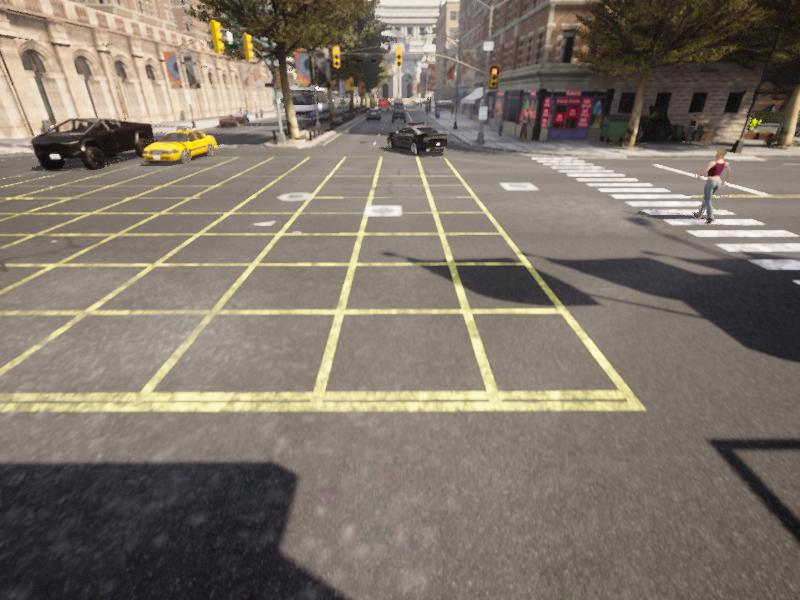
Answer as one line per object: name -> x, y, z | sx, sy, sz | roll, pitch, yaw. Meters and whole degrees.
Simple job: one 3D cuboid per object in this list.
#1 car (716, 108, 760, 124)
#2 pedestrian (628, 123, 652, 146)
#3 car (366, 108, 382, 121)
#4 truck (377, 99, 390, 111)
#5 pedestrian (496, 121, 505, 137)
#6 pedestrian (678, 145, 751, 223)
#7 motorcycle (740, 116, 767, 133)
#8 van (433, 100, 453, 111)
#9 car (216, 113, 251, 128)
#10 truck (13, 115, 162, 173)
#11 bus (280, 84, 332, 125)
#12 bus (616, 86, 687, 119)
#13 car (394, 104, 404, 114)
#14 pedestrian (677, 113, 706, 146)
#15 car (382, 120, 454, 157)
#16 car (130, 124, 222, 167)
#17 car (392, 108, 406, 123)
car -> 41.440, -22.605, 49.165 | 1.851, 1.617, 3.988 | 0, 27, 0
pedestrian -> 15.404, -10.621, 25.667 | 0.751, 1.300, 0.751 | -3, 27, -7
car -> -3.655, -26.159, 56.365 | 1.970, 1.475, 3.806 | 0, 27, 0
truck -> -3.777, -45.538, 93.269 | 2.627, 2.467, 5.204 | 0, 27, 0
pedestrian -> 7.906, -13.465, 31.479 | 0.500, 1.100, 0.500 | -1, 27, -1
pedestrian -> 8.200, -3.031, 10.518 | 0.751, 1.860, 0.751 | -1, 27, -1
motorcycle -> 31.980, -15.905, 36.202 | 2.033, 1.145, 0.803 | -15, 41, -27
van -> 10.121, -45.765, 94.143 | 4.480, 2.038, 2.069 | 0, 27, 3
car -> -18.370, -19.946, 44.398 | 1.895, 1.301, 4.718 | 0, 27, 0
truck -> -15.044, -7.973, 20.044 | 2.390, 2.098, 6.274 | 0, 27, 0
bus -> -11.522, -24.640, 50.349 | 3.944, 4.253, 10.273 | 0, 27, 0
bus -> 37.997, -30.255, 61.264 | 3.944, 4.253, 10.273 | 0, 27, 0
car -> -0.221, -36.461, 76.377 | 1.930, 1.638, 5.238 | 0, 27, 0
pedestrian -> 18.729, -10.978, 25.745 | 0.751, 1.860, 0.751 | -3, 27, -5
car -> 0.920, -9.937, 24.368 | 1.930, 1.638, 5.238 | -14, 30, -25
car -> -11.545, -8.280, 21.207 | 1.801, 1.575, 5.366 | 0, 27, 0
car -> -0.150, -24.724, 53.529 | 1.837, 1.490, 4.892 | 0, 27, 0
